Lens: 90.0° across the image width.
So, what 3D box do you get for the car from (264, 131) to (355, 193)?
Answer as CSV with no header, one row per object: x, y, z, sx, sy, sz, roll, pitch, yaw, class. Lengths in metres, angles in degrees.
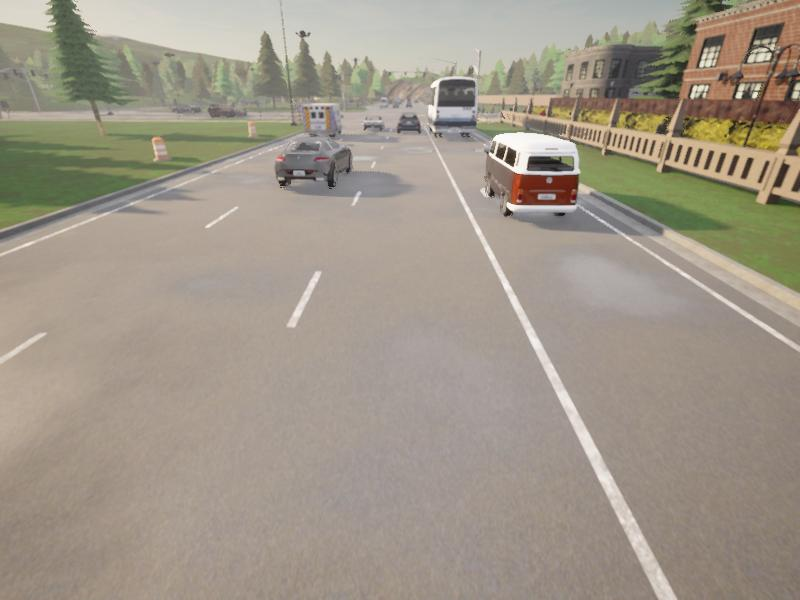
-3.316,-5.644,15.953,2.152,1.651,5.027,2,27,3,car

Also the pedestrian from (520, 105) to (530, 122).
14.972,-22.313,47.936,0.751,1.860,0.751,2,27,4,pedestrian

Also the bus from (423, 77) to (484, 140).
4.165,-16.486,34.289,3.944,4.253,10.273,0,27,1,bus

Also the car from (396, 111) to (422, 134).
0.847,-16.800,37.745,2.242,1.667,4.611,1,27,1,car

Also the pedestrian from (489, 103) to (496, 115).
15.156,-31.279,65.493,0.751,1.860,0.751,-5,27,-9,pedestrian

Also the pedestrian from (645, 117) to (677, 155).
13.944,-8.779,21.431,0.751,1.860,0.751,1,27,1,pedestrian

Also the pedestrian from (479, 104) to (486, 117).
13.292,-30.553,64.409,0.751,1.860,0.751,2,27,4,pedestrian

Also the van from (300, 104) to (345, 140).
-6.245,-14.952,33.300,2.351,2.431,6.366,1,27,1,van

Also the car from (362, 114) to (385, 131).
-2.595,-17.914,40.342,1.895,1.301,4.718,0,27,1,car

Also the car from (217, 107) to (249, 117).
-26.956,-30.345,64.623,4.181,1.385,1.994,1,27,2,car

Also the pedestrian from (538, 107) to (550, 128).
14.505,-18.426,40.324,0.751,1.860,0.751,1,27,1,pedestrian

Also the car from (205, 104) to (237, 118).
-27.420,-28.991,61.397,3.866,1.878,1.905,1,27,2,car

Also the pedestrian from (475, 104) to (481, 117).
12.679,-30.779,64.852,0.751,1.860,0.751,3,27,6,pedestrian

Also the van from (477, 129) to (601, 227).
3.779,-3.847,11.974,2.069,2.038,4.480,0,27,1,van

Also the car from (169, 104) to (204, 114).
-40.115,-35.876,75.163,5.238,1.638,1.930,1,27,2,car

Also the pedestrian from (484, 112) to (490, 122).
10.643,-22.516,49.171,0.500,1.100,0.500,-1,27,-1,pedestrian
